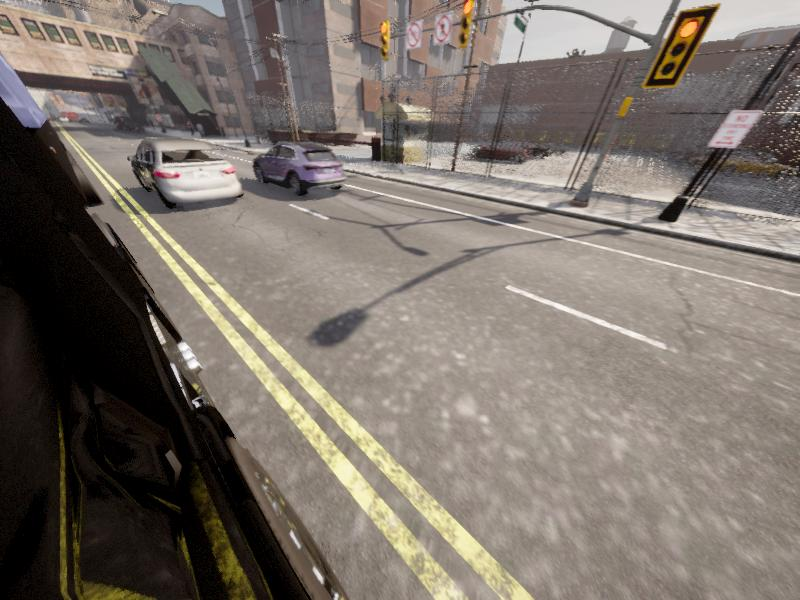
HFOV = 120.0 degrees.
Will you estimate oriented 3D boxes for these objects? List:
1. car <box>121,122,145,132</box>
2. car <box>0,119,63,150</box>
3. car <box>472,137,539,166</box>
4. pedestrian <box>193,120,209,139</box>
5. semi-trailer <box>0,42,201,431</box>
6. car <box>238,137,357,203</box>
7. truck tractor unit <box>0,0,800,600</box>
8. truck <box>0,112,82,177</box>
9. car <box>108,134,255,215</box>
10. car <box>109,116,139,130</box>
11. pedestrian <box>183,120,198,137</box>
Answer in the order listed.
[{"bbox_3d":[-47.662,-30.954,41.246,4.718,1.301,1.895,28,43,30],"label":"car"},{"bbox_3d":[-27.745,-12.560,17.451,5.238,1.638,1.930,28,43,30],"label":"car"},{"bbox_3d":[9.065,-13.008,20.091,4.553,1.767,2.185,28,43,30],"label":"car"},{"bbox_3d":[-25.383,-21.727,29.466,0.751,1.860,0.751,29,44,31],"label":"pedestrian"},{"bbox_3d":[-8.696,-3.594,4.247,14.254,4.402,2.717,28,43,30],"label":"semi-trailer"},{"bbox_3d":[-4.229,-5.501,9.442,4.856,1.649,2.033,29,44,30],"label":"car"},{"bbox_3d":[-2.645,-0.295,0.351,6.516,4.208,3.053,28,44,30],"label":"truck tractor unit"},{"bbox_3d":[-17.982,-7.566,10.956,6.274,2.098,2.390,28,43,30],"label":"truck"},{"bbox_3d":[-7.385,-4.475,7.824,4.611,1.667,2.242,28,44,30],"label":"car"},{"bbox_3d":[-53.339,-34.233,44.689,5.566,2.045,2.435,28,43,30],"label":"car"},{"bbox_3d":[-28.885,-23.698,31.900,0.751,1.860,0.751,26,43,28],"label":"pedestrian"}]
